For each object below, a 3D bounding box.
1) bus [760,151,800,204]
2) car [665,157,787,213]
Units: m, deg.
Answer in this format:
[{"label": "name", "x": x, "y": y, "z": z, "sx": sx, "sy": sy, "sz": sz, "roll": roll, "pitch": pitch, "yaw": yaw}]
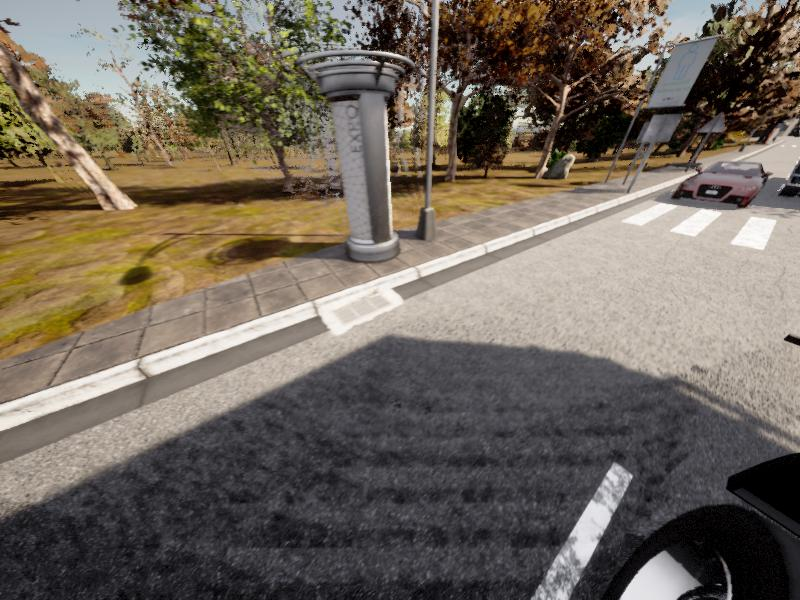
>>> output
[{"label": "bus", "x": 20.317, "y": -6.682, "z": 9.402, "sx": 10.273, "sy": 4.253, "sz": 3.944, "roll": -22, "pitch": 41, "yaw": -27}, {"label": "car", "x": 13.009, "y": -4.735, "z": 9.240, "sx": 4.181, "sy": 1.385, "sz": 1.994, "roll": -22, "pitch": 41, "yaw": -27}]
